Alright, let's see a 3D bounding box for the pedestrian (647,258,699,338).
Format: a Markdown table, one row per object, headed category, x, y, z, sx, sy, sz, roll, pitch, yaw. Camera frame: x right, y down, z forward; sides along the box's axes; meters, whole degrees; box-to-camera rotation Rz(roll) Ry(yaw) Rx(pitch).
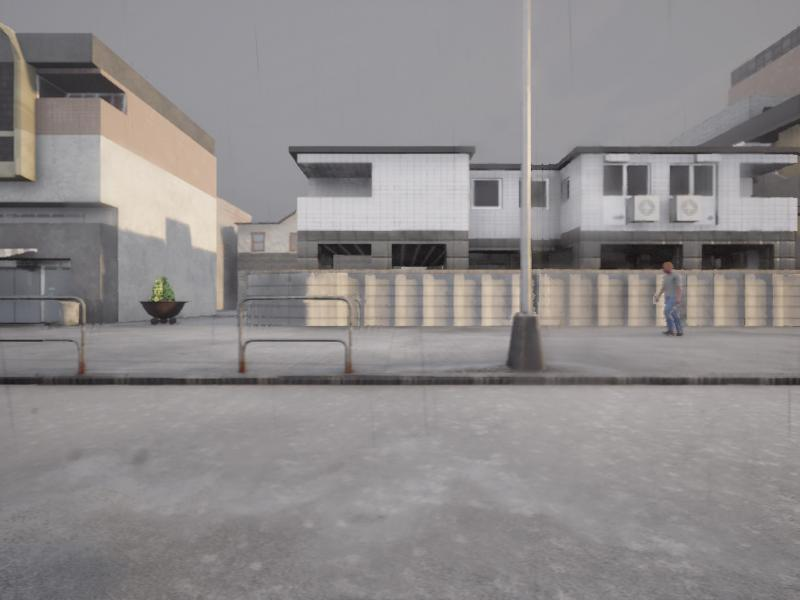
| category | x | y | z | sx | sy | sz | roll | pitch | yaw |
| --- | --- | --- | --- | --- | --- | --- | --- | --- | --- |
| pedestrian | 6.622 | -0.048 | 9.742 | 0.751 | 1.860 | 0.751 | 0 | 0 | 2 |
